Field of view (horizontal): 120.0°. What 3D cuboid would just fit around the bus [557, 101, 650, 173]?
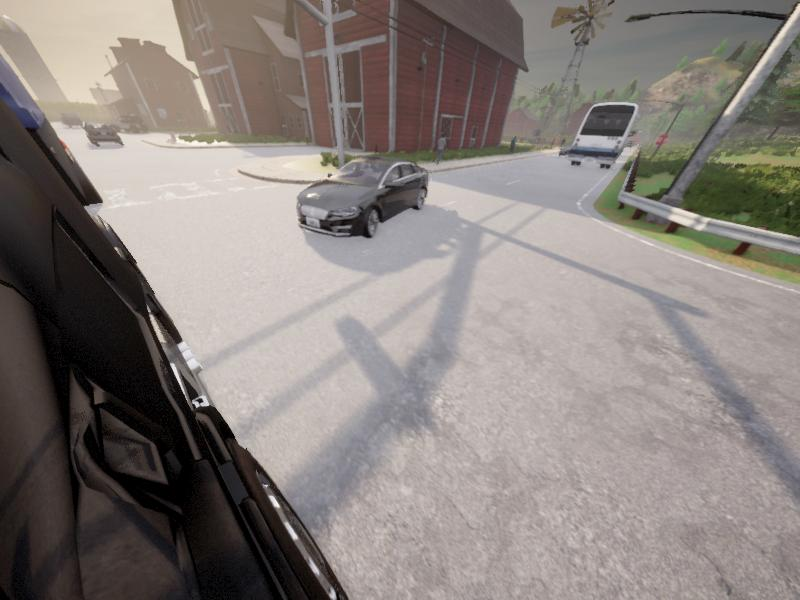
[{"bbox_3d":[18.507,-14.658,20.932,3.944,4.253,10.273,29,44,30],"label":"bus"}]

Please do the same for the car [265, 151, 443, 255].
[{"bbox_3d":[-0.713,-3.148,6.571,2.128,1.511,4.902,19,40,21],"label":"car"}]

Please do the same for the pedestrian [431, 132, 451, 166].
[{"bbox_3d":[2.760,-10.198,15.641,0.751,1.860,0.751,-29,47,-35],"label":"pedestrian"}]

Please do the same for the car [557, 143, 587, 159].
[{"bbox_3d":[21.327,-18.508,28.667,1.994,1.385,4.181,29,44,30],"label":"car"}]

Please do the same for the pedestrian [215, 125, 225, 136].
[{"bbox_3d":[-23.300,-21.872,29.874,0.500,1.100,0.500,12,38,12],"label":"pedestrian"}]

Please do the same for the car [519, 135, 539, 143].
[{"bbox_3d":[39.578,-49.470,71.000,5.238,1.638,1.930,-10,39,-16],"label":"car"}]

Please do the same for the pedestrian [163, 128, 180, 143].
[{"bbox_3d":[-20.909,-15.053,21.165,0.500,1.100,0.500,12,38,12],"label":"pedestrian"}]

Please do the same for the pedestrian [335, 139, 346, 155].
[{"bbox_3d":[-4.827,-12.410,18.737,0.500,1.100,0.500,18,39,20],"label":"pedestrian"}]

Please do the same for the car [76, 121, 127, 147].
[{"bbox_3d":[-24.670,-13.745,19.084,3.705,1.549,1.789,28,44,30],"label":"car"}]

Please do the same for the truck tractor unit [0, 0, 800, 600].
[{"bbox_3d":[-2.645,-0.295,0.351,6.516,4.208,3.053,28,44,30],"label":"truck tractor unit"}]

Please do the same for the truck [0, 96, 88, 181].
[{"bbox_3d":[-16.114,-6.787,9.604,5.204,2.467,2.627,27,43,30],"label":"truck"}]

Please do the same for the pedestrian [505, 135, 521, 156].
[{"bbox_3d":[12.041,-16.461,24.617,0.751,1.860,0.751,-25,45,-32],"label":"pedestrian"}]

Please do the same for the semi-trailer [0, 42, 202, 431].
[{"bbox_3d":[-8.692,-3.619,4.220,14.254,4.402,2.717,28,44,30],"label":"semi-trailer"}]

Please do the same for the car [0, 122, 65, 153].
[{"bbox_3d":[-24.657,-10.920,15.468,4.181,1.385,1.994,28,44,30],"label":"car"}]

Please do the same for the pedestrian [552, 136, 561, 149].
[{"bbox_3d":[28.657,-28.843,42.249,0.751,1.860,0.751,21,40,23],"label":"pedestrian"}]

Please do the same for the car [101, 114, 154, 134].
[{"bbox_3d":[-35.903,-23.288,30.552,3.866,1.878,1.905,-1,43,-2],"label":"car"}]

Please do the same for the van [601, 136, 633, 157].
[{"bbox_3d":[32.755,-23.206,34.808,2.351,2.431,6.366,29,44,30],"label":"van"}]
